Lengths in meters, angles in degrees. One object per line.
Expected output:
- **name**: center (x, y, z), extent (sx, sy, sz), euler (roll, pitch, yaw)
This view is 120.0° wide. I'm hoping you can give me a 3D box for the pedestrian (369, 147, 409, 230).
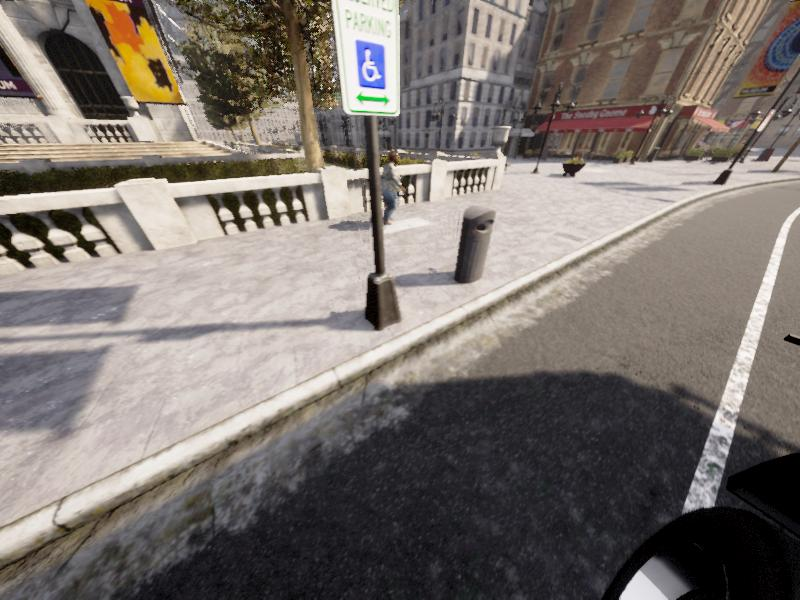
- **pedestrian**: center (-0.274, -2.967, 6.194), extent (0.751, 1.860, 0.751), euler (-15, 38, -20)
